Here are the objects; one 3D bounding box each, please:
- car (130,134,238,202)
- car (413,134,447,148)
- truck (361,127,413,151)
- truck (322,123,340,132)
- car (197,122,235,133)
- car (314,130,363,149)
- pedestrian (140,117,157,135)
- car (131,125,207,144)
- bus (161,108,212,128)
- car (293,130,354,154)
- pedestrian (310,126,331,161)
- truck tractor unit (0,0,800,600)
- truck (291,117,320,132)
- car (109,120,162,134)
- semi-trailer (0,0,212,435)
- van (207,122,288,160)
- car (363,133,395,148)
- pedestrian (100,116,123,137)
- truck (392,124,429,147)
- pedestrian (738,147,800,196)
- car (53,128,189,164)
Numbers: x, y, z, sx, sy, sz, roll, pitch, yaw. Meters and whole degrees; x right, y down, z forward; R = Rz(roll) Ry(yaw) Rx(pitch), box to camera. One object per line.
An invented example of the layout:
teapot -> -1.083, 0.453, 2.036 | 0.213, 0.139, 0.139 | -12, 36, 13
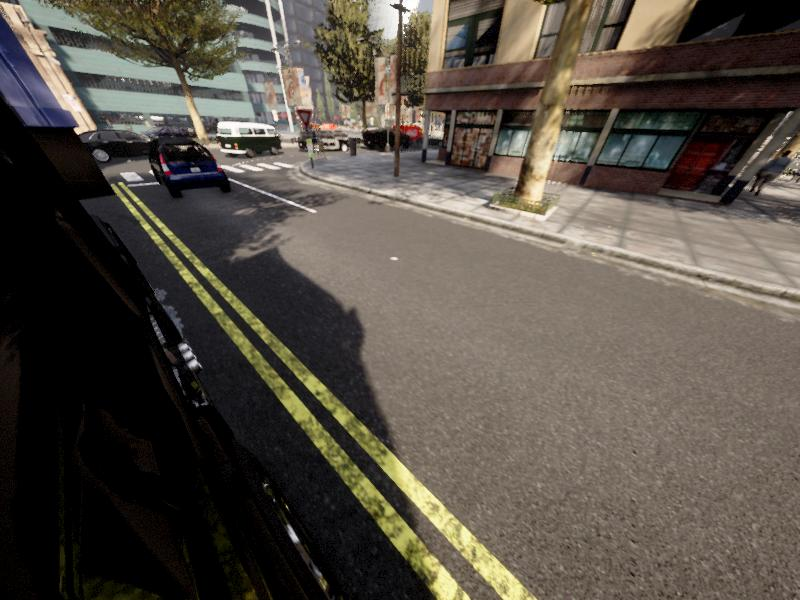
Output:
car -> -7.996, -5.023, 8.539 | 3.988, 1.617, 1.851 | 31, 45, 33
car -> 4.325, -22.708, 33.009 | 2.128, 1.511, 4.902 | 29, 44, 31
truck -> -1.374, -19.230, 27.530 | 2.390, 2.098, 6.274 | 29, 44, 31
truck -> -24.174, -60.241, 80.777 | 5.204, 2.467, 2.627 | 19, 40, 21
car -> -34.496, -32.326, 43.416 | 2.128, 1.511, 4.902 | 29, 44, 31
car -> -6.928, -18.605, 26.752 | 1.930, 1.638, 5.238 | 29, 44, 31
pedestrian -> -33.965, -23.493, 31.237 | 0.751, 1.860, 0.751 | 27, 43, 29
car -> -24.321, -17.601, 24.598 | 2.033, 1.411, 5.357 | 29, 44, 31
bus -> -65.567, -55.988, 71.173 | 3.944, 4.253, 10.273 | 32, 46, 33
car -> -7.183, -15.274, 22.279 | 1.930, 1.638, 5.238 | 29, 44, 31
pedestrian -> -5.195, -10.274, 15.224 | 0.751, 1.860, 0.751 | -27, 46, -33
truck tractor unit -> -2.645, -0.295, 0.351 | 6.516, 4.208, 3.053 | 28, 44, 30
truck -> -32.525, -60.632, 79.677 | 8.468, 3.827, 2.891 | 12, 38, 12
car -> -39.065, -25.586, 34.195 | 2.161, 1.482, 4.786 | 29, 44, 31
semi-trailer -> -9.429, -2.964, 3.348 | 14.254, 4.402, 2.717 | 19, 39, 20
van -> -10.980, -11.853, 17.144 | 2.069, 2.038, 4.480 | 12, 38, 12
car -> -2.757, -21.252, 30.675 | 1.970, 1.475, 3.806 | 29, 44, 31
pedestrian -> -32.280, -19.390, 25.843 | 0.751, 1.860, 0.751 | 27, 43, 29
truck -> 1.567, -24.453, 34.382 | 2.627, 2.467, 5.204 | 29, 44, 31
pedestrian -> 17.241, -5.943, 10.737 | 0.751, 1.860, 0.751 | 28, 44, 30
car -> -16.296, -9.292, 13.862 | 1.837, 1.490, 4.892 | 29, 44, 31
